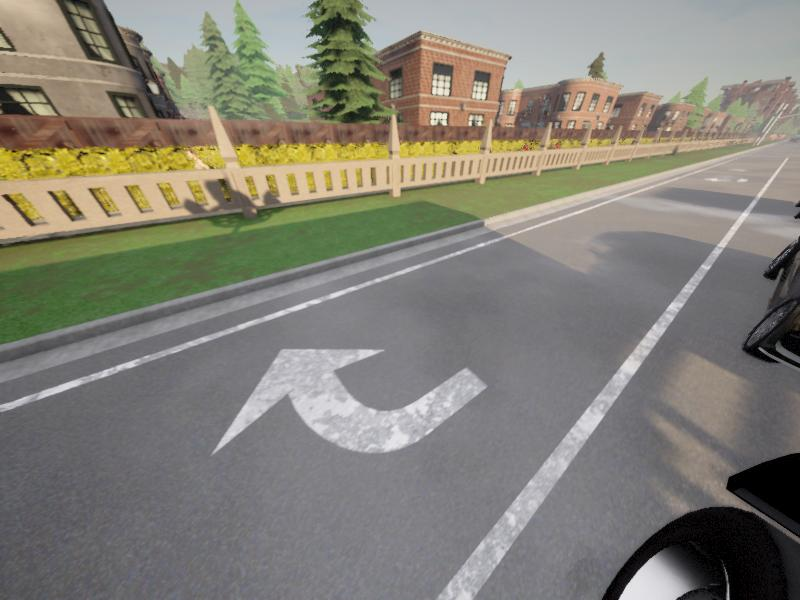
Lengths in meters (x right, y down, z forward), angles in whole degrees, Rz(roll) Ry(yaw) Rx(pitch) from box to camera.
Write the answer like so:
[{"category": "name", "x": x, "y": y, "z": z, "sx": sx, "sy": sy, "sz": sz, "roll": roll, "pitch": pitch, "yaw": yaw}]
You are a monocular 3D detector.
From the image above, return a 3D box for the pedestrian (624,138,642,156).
[{"category": "pedestrian", "x": 29.019, "y": -19.040, "z": 28.751, "sx": 0.751, "sy": 1.860, "sz": 0.751, "roll": -22, "pitch": 41, "yaw": -28}]

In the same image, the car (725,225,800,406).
[{"category": "car", "x": 6.487, "y": -0.151, "z": 2.681, "sx": 5.027, "sy": 1.651, "sz": 2.152, "roll": -22, "pitch": 41, "yaw": -28}]

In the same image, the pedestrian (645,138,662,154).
[{"category": "pedestrian", "x": 34.371, "y": -20.901, "z": 31.348, "sx": 0.751, "sy": 1.860, "sz": 0.751, "roll": -24, "pitch": 42, "yaw": -30}]

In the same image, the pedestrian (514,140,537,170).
[{"category": "pedestrian", "x": 9.512, "y": -11.015, "z": 17.528, "sx": 0.751, "sy": 1.860, "sz": 0.751, "roll": -9, "pitch": 36, "yaw": -12}]

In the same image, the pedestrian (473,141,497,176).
[{"category": "pedestrian", "x": 5.362, "y": -8.952, "z": 14.635, "sx": 0.751, "sy": 1.860, "sz": 0.751, "roll": -20, "pitch": 40, "yaw": -26}]

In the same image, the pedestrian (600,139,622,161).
[{"category": "pedestrian", "x": 21.081, "y": -15.020, "z": 23.116, "sx": 0.751, "sy": 1.860, "sz": 0.751, "roll": -22, "pitch": 41, "yaw": -28}]

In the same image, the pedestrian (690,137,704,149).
[{"category": "pedestrian", "x": 55.271, "y": -29.257, "z": 43.042, "sx": 0.751, "sy": 1.860, "sz": 0.751, "roll": -22, "pitch": 41, "yaw": -28}]

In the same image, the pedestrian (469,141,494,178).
[{"category": "pedestrian", "x": 4.911, "y": -8.507, "z": 14.009, "sx": 0.751, "sy": 1.860, "sz": 0.751, "roll": -21, "pitch": 40, "yaw": -27}]

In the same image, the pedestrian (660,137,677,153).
[{"category": "pedestrian", "x": 39.034, "y": -22.546, "z": 33.645, "sx": 0.751, "sy": 1.860, "sz": 0.751, "roll": -22, "pitch": 41, "yaw": -28}]

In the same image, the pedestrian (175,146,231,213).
[{"category": "pedestrian", "x": -6.561, "y": -4.046, "z": 7.773, "sx": 0.751, "sy": 1.860, "sz": 0.751, "roll": -24, "pitch": 42, "yaw": -30}]

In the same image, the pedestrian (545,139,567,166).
[{"category": "pedestrian", "x": 13.463, "y": -12.735, "z": 19.935, "sx": 0.751, "sy": 1.860, "sz": 0.751, "roll": -22, "pitch": 40, "yaw": -27}]

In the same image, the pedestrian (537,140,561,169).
[{"category": "pedestrian", "x": 11.385, "y": -11.135, "z": 17.684, "sx": 0.751, "sy": 1.860, "sz": 0.751, "roll": -23, "pitch": 41, "yaw": -29}]

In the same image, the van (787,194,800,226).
[{"category": "van", "x": 14.335, "y": -3.506, "z": 7.045, "sx": 4.442, "sy": 1.987, "sz": 1.775, "roll": -22, "pitch": 41, "yaw": -28}]
